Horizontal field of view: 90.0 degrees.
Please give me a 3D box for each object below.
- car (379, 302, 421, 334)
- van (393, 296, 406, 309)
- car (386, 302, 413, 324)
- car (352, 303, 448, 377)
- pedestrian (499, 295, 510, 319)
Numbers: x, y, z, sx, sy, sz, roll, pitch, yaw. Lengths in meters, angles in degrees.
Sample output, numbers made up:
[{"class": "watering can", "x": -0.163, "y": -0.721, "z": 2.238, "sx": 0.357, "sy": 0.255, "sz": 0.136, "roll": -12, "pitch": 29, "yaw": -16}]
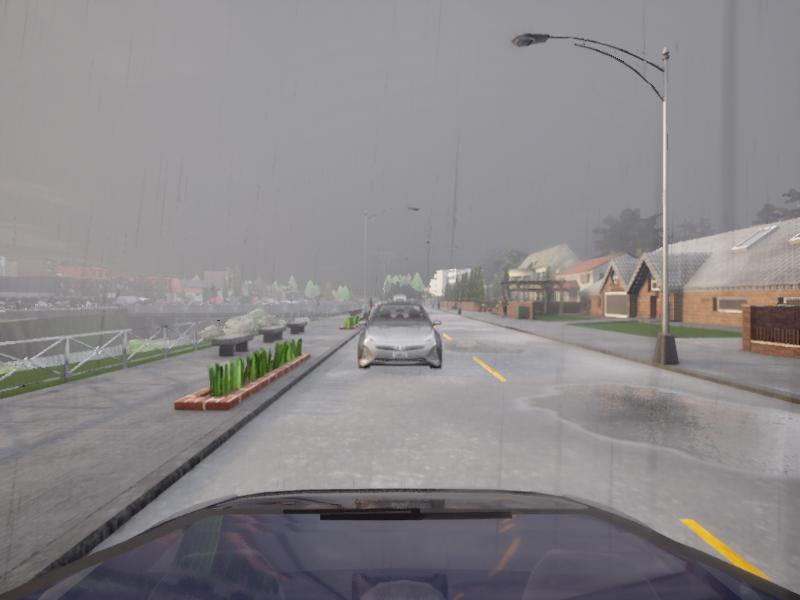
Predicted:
[{"class": "car", "x": -0.003, "y": 0.849, "z": 21.204, "sx": 2.007, "sy": 1.525, "sz": 4.514, "roll": 0, "pitch": 0, "yaw": 0}, {"class": "van", "x": -0.015, "y": 0.443, "z": 74.936, "sx": 2.351, "sy": 2.431, "sz": 6.366, "roll": 0, "pitch": 0, "yaw": 0}, {"class": "car", "x": -0.004, "y": 0.882, "z": 29.091, "sx": 1.816, "sy": 1.474, "sz": 4.193, "roll": 0, "pitch": 0, "yaw": 0}, {"class": "car", "x": 0.000, "y": 0.839, "z": 10.592, "sx": 2.007, "sy": 1.525, "sz": 4.514, "roll": 0, "pitch": 0, "yaw": 0}, {"class": "pedestrian", "x": 8.268, "y": 0.563, "z": 31.658, "sx": 0.751, "sy": 1.860, "sz": 0.751, "roll": 0, "pitch": 0, "yaw": 1}]
